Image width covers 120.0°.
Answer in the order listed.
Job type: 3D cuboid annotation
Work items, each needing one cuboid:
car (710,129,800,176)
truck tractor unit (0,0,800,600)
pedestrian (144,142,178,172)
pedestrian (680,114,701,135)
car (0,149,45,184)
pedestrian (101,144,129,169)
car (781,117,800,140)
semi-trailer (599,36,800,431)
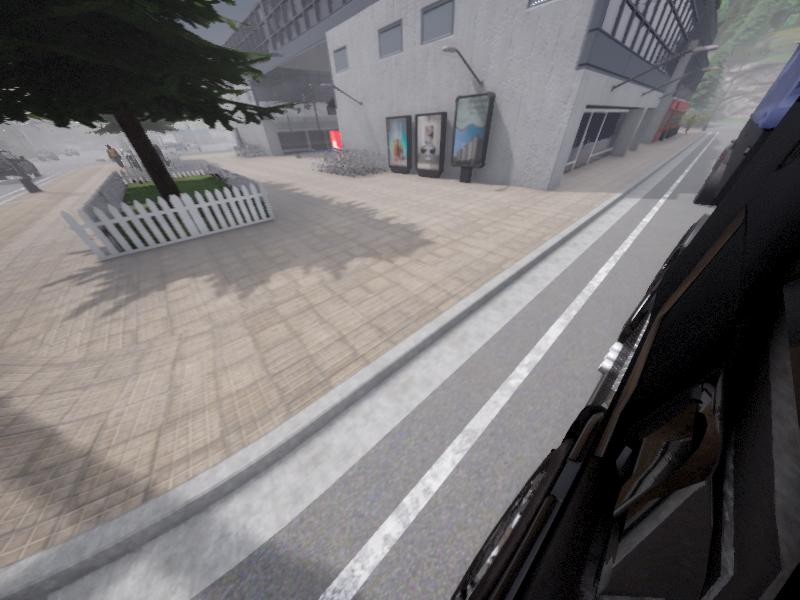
[{"bbox_3d":[16.522,-6.928,10.701,4.181,1.385,1.994,-29,44,-31],"label":"car"},{"bbox_3d":[2.645,-0.295,0.351,6.516,4.208,3.053,-28,44,-30],"label":"truck tractor unit"},{"bbox_3d":[-18.086,-10.841,17.517,0.751,1.860,0.751,-2,37,1],"label":"pedestrian"},{"bbox_3d":[33.985,-20.510,27.024,0.751,1.860,0.751,-30,45,-32],"label":"pedestrian"},{"bbox_3d":[-31.224,-10.556,18.171,2.150,2.045,5.566,-31,44,-32],"label":"car"},{"bbox_3d":[-26.026,-13.139,21.139,0.751,1.860,0.751,-29,44,-30],"label":"pedestrian"},{"bbox_3d":[35.426,-14.827,19.894,4.514,1.525,2.007,-29,44,-31],"label":"car"},{"bbox_3d":[8.661,-3.633,4.261,14.254,4.402,2.717,-29,44,-30],"label":"semi-trailer"}]
